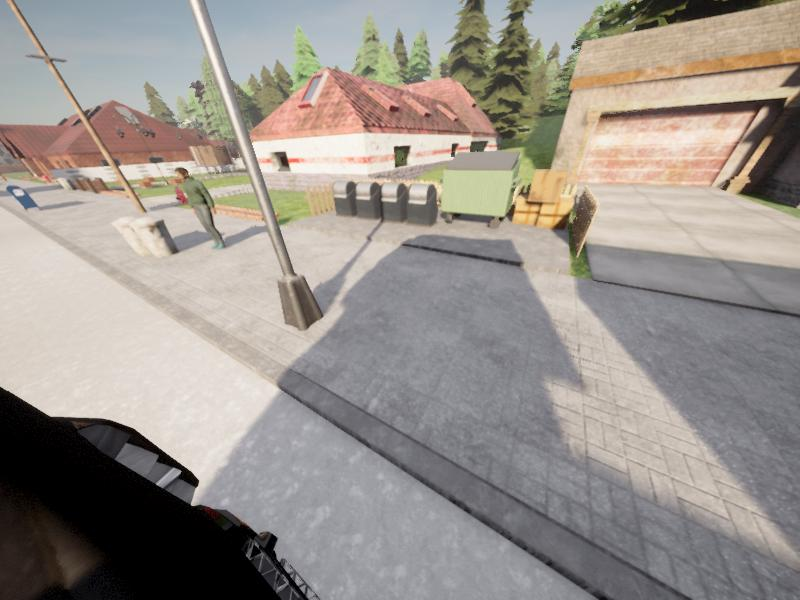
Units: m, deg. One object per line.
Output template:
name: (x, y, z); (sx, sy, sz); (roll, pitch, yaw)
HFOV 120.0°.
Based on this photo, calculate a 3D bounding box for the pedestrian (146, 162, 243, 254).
pedestrian: (-4.675, -2.120, 5.428); (0.751, 1.860, 0.751); (7, 35, 14)
